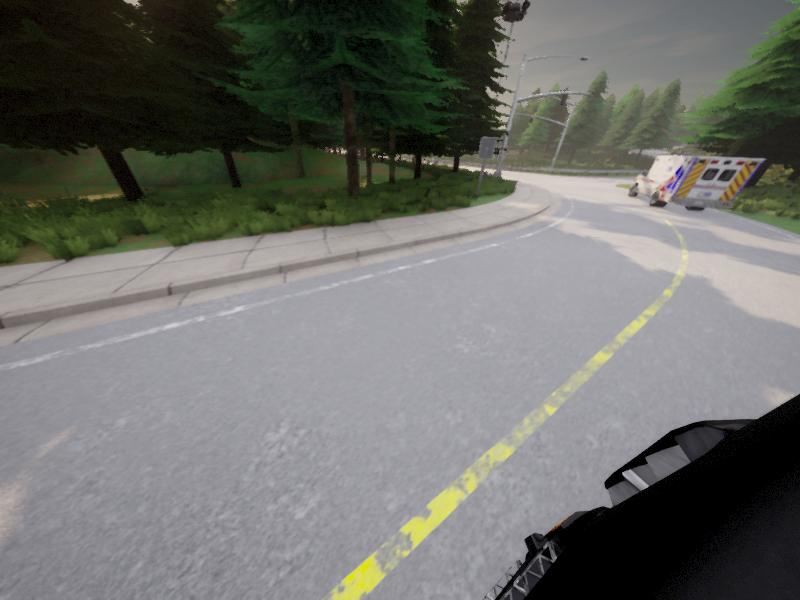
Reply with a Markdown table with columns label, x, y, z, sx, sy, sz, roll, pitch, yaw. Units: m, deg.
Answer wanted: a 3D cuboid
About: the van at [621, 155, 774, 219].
| label | x | y | z | sx | sy | sz | roll | pitch | yaw |
| --- | --- | --- | --- | --- | --- | --- | --- | --- | --- |
| van | 15.785 | -6.743 | 13.157 | 2.351 | 2.431 | 6.366 | 15 | 35 | 18 |
